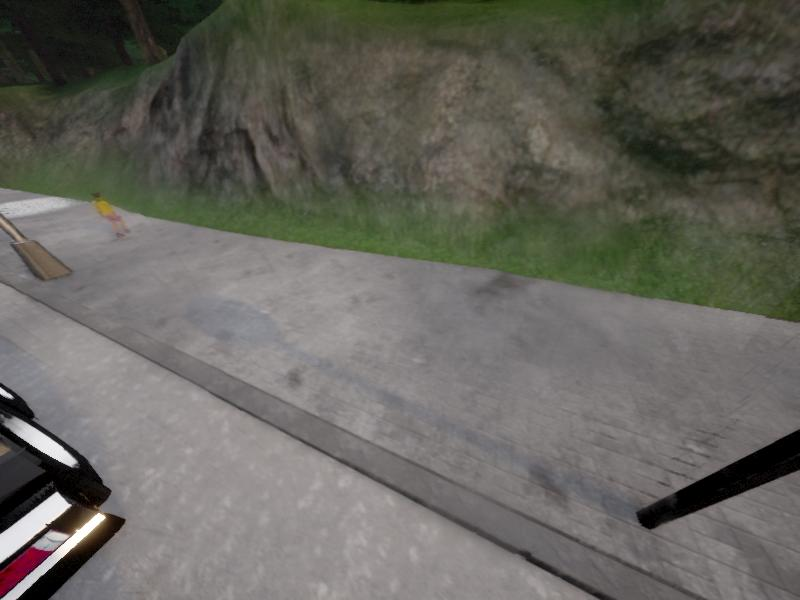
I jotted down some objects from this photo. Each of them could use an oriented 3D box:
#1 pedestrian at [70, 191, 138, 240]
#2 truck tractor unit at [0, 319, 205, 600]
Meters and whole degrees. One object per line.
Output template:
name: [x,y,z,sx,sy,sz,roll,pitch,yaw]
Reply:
pedestrian: [-7.707,-2.223,6.080,0.500,1.100,0.500,-10,36,-13]
truck tractor unit: [-5.216,-0.178,0.623,6.516,4.208,3.053,14,37,19]
